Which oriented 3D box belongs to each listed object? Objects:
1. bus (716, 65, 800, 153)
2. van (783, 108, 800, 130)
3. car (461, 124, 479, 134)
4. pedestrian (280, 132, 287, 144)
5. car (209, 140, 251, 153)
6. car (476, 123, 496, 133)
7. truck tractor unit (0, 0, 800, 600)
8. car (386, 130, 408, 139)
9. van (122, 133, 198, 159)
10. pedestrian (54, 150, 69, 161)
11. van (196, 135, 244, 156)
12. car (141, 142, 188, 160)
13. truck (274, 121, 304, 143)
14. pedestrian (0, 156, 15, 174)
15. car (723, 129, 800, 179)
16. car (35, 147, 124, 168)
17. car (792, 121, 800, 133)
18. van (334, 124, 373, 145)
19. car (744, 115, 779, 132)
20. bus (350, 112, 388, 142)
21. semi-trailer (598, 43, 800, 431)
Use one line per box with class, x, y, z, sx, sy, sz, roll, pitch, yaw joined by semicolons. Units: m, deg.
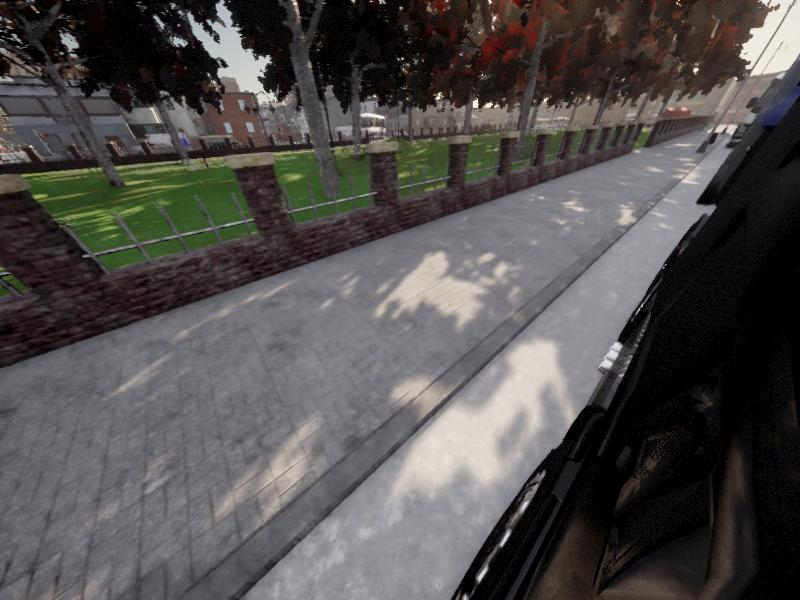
bus;27.943;-13.692;16.728;10.273;4.253;3.944;-28;44;-30
van;61.256;-27.610;35.064;5.915;2.561;1.988;-28;44;-30
car;17.632;-42.893;58.070;4.605;1.855;1.932;-28;44;-30
pedestrian;-23.261;-32.300;46.064;0.751;1.860;0.751;-20;40;-22
car;-25.146;-22.756;34.186;4.718;1.301;1.895;-26;43;-28
car;22.883;-45.613;61.252;5.566;2.045;2.150;-30;45;-32
truck tractor unit;2.645;-0.295;0.351;6.516;4.208;3.053;-28;44;-30
car;-0.630;-36.151;50.493;4.674;1.442;1.812;-28;44;-30
van;-31.162;-20.299;30.316;6.366;2.431;2.351;-28;44;-30
pedestrian;-41.588;-17.758;28.397;0.500;1.100;0.500;-27;44;-29
van;-23.842;-20.699;30.806;4.442;1.987;1.775;-30;45;-31
car;-28.479;-18.104;27.996;3.633;1.501;1.845;-29;44;-31
truck;-25.928;-39.100;53.840;2.891;3.827;8.468;-28;44;-30
pedestrian;-33.522;-11.544;19.074;0.751;1.860;0.751;-28;44;-30
car;17.147;-6.863;10.631;5.357;1.411;2.033;-28;44;-30
car;-33.909;-15.349;24.752;5.357;1.411;2.033;-27;43;-29
car;48.669;-20.587;27.036;4.792;1.488;2.163;-28;44;-30
van;-8.407;-30.436;42.473;6.366;2.431;2.351;-1;41;5
car;49.857;-24.430;31.941;5.238;1.638;1.930;-28;44;-30
bus;-5.860;-34.731;46.597;3.944;4.253;10.273;11;37;12
semi-trailer;8.703;-3.592;4.238;14.254;4.402;2.717;-28;44;-30
